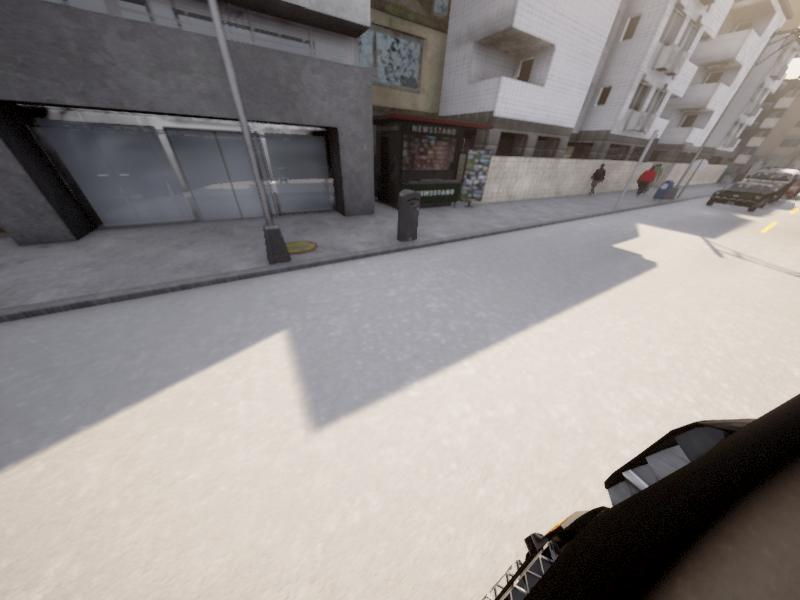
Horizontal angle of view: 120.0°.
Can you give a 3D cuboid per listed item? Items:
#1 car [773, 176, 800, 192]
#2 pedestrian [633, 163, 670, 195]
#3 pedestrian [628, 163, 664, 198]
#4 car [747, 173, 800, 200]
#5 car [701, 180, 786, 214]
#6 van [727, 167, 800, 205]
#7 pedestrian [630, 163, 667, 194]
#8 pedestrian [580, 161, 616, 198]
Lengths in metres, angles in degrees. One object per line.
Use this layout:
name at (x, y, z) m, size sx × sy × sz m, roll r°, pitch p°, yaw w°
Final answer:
car at (44.465, -13.095, 25.977) m, size 4.718 × 1.301 × 1.895 m, roll -17°, pitch 38°, yaw -27°
pedestrian at (17.121, -8.222, 15.760) m, size 0.751 × 1.860 × 0.751 m, roll -8°, pitch 35°, yaw -16°
pedestrian at (15.504, -7.527, 14.587) m, size 0.751 × 1.860 × 0.751 m, roll -24°, pitch 42°, yaw -34°
car at (32.860, -9.898, 19.915) m, size 4.611 × 1.667 × 2.242 m, roll -16°, pitch 38°, yaw -26°
car at (20.556, -6.260, 13.816) m, size 4.718 × 1.301 × 1.895 m, roll -16°, pitch 38°, yaw -26°
van at (26.352, -8.210, 16.531) m, size 4.480 × 2.038 × 2.069 m, roll -16°, pitch 38°, yaw -26°
pedestrian at (17.412, -8.513, 16.222) m, size 0.751 × 1.860 × 0.751 m, roll -1°, pitch 34°, yaw -6°
pedestrian at (11.625, -7.087, 13.623) m, size 0.751 × 1.860 × 0.751 m, roll -16°, pitch 38°, yaw -27°
